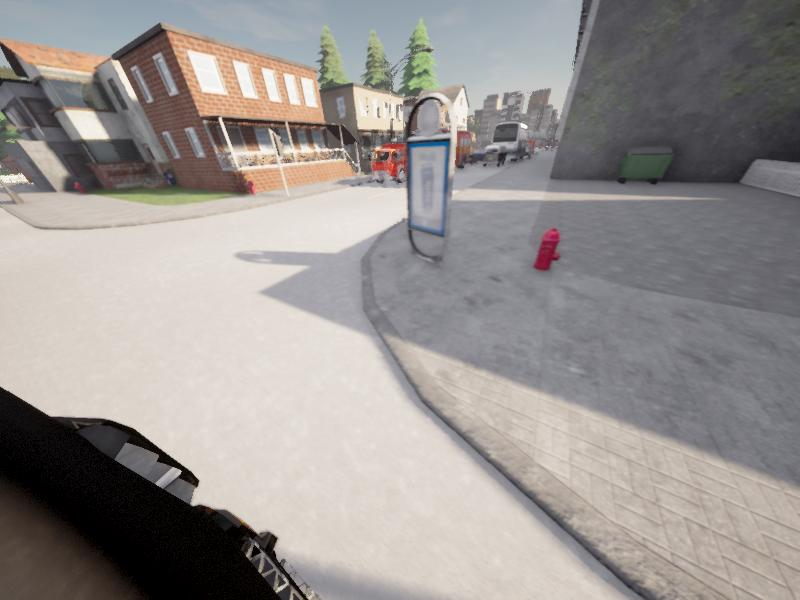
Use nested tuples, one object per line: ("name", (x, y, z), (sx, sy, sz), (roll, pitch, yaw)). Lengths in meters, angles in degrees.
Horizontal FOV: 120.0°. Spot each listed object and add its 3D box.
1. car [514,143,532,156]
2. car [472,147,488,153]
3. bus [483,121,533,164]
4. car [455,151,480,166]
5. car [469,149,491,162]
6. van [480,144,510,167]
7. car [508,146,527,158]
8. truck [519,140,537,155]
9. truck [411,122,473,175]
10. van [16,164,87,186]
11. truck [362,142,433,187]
("car", (24.060, -29.414, 45.068), (2.150, 2.045, 5.566), (16, 38, 26))
("car", (25.561, -48.043, 73.837), (4.181, 1.385, 1.994), (16, 37, 25))
("bus", (15.273, -21.900, 32.274), (3.944, 4.253, 10.273), (16, 38, 26))
("car", (8.886, -18.629, 30.374), (1.994, 1.385, 4.181), (15, 37, 25))
("car", (12.162, -21.917, 34.980), (1.882, 1.535, 5.008), (16, 38, 26))
("van", (10.854, -16.465, 26.342), (2.069, 2.038, 4.480), (16, 37, 26))
("car", (20.406, -25.618, 40.036), (2.007, 1.525, 4.514), (16, 38, 26))
("truck", (27.873, -33.242, 50.227), (2.627, 2.467, 5.204), (15, 37, 25))
("truck", (4.470, -15.310, 23.411), (2.891, 3.827, 8.468), (17, 38, 27))
("van", (-44.564, -16.131, 29.709), (1.775, 1.987, 4.442), (16, 38, 26))
("truck", (0.040, -10.179, 17.179), (2.627, 2.467, 5.204), (18, 38, 28))
